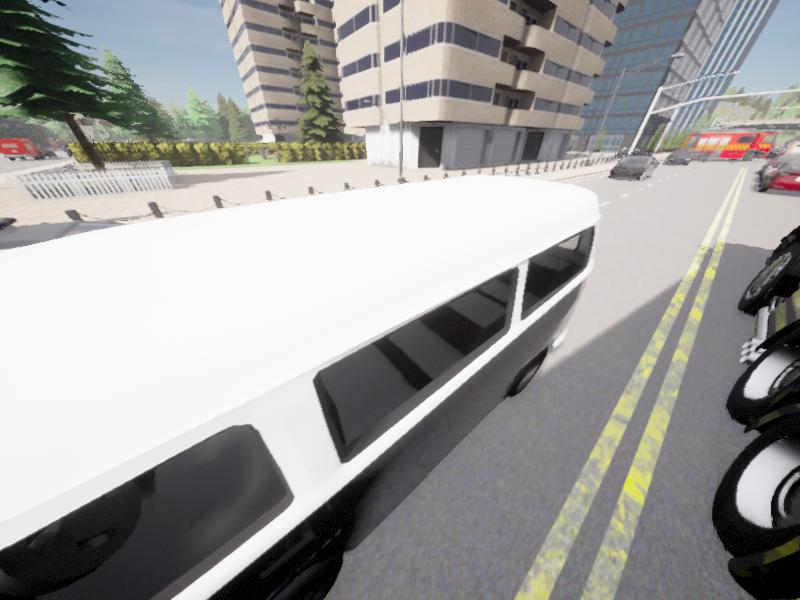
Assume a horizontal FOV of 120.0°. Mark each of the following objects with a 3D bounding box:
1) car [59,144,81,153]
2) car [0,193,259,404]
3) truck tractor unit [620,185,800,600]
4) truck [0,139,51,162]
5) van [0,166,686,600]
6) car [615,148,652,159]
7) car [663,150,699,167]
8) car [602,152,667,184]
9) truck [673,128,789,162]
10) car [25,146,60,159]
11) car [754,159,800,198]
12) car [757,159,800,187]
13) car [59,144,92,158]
[{"bbox_3d":[-75.794,-34.758,53.026,5.008,1.535,1.882,20,39,26],"label":"car"},{"bbox_3d":[-4.858,0.007,2.697,4.974,1.542,2.038,-23,41,-30],"label":"car"},{"bbox_3d":[4.971,-0.417,0.966,6.516,4.208,3.053,-24,41,-30],"label":"truck tractor unit"},{"bbox_3d":[-52.469,-20.885,32.095,2.627,2.467,5.204,-24,41,-31],"label":"truck"},{"bbox_3d":[-0.182,0.260,1.898,4.480,2.038,2.069,-24,41,-31],"label":"van"},{"bbox_3d":[38.184,-24.017,37.820,1.970,1.475,3.806,-26,43,-33],"label":"car"},{"bbox_3d":[33.457,-17.053,27.700,2.038,1.542,4.974,27,43,34],"label":"car"},{"bbox_3d":[17.479,-9.920,17.148,5.238,1.638,1.930,-24,41,-30],"label":"car"},{"bbox_3d":[46.699,-22.195,33.165,8.468,3.827,2.891,10,36,15],"label":"truck"},{"bbox_3d":[-56.482,-23.408,36.583,1.845,1.501,3.633,-24,41,-31],"label":"car"},{"bbox_3d":[21.885,-6.770,12.721,4.792,1.488,2.163,-24,41,-31],"label":"car"},{"bbox_3d":[26.894,-8.913,16.026,4.718,1.301,1.895,-24,41,-31],"label":"car"},{"bbox_3d":[-53.932,-24.914,38.486,1.905,1.878,3.866,-24,41,-31],"label":"car"}]
